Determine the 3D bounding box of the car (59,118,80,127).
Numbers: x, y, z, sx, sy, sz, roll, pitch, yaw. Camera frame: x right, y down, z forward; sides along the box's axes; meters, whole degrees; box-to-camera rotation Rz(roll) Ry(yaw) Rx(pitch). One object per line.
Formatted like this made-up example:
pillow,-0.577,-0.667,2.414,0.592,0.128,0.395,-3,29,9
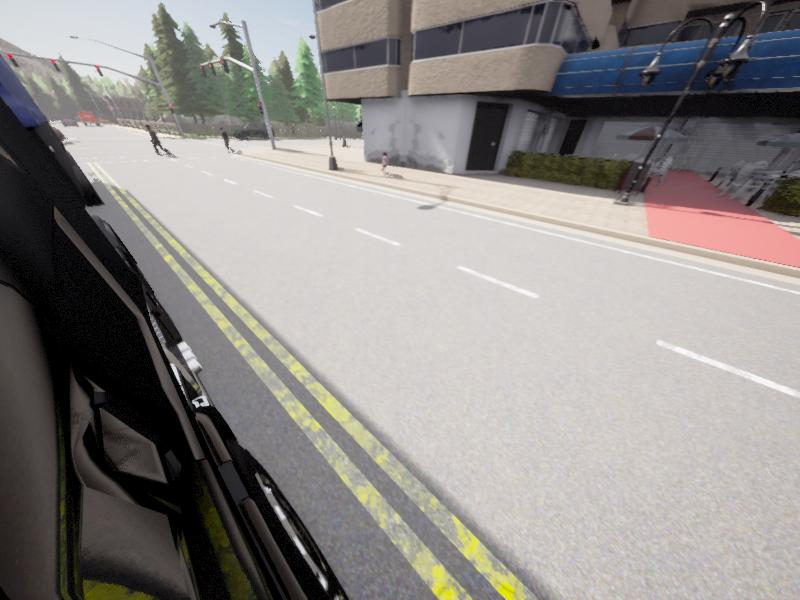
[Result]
car,-67.600,-36.232,47.211,4.181,1.385,1.994,28,44,30

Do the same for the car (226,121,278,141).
car,-20.809,-23.949,32.764,2.150,2.045,5.566,29,45,31

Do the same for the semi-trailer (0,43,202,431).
semi-trailer,-8.703,-3.582,4.251,14.254,4.402,2.717,28,44,30

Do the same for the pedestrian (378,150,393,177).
pedestrian,-0.708,-6.787,11.494,0.500,1.100,0.500,28,44,30

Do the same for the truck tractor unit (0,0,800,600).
truck tractor unit,-2.645,-0.295,0.351,6.516,4.208,3.053,28,44,30

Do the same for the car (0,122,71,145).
car,-31.086,-13.630,18.875,1.812,1.442,4.674,28,44,30

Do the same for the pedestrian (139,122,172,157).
pedestrian,-16.541,-10.858,15.656,0.751,1.860,0.751,29,44,31

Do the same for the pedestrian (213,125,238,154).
pedestrian,-13.728,-12.638,18.211,0.751,1.860,0.751,26,43,28

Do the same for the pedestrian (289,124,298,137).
pedestrian,-18.336,-29.110,39.692,0.751,1.860,0.751,31,45,33
